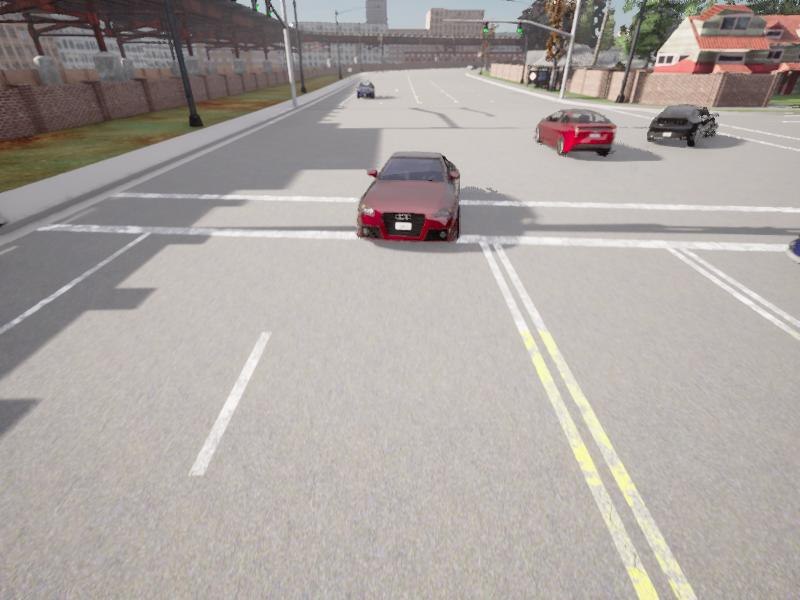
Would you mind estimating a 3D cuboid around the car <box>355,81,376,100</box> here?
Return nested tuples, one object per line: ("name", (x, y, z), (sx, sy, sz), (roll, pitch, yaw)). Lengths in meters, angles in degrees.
("car", (-3.467, -21.428, 40.815), (1.845, 1.501, 3.633), (0, 31, 0))

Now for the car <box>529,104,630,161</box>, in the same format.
("car", (7.016, -6.913, 16.268), (2.007, 1.525, 4.514), (0, 30, 0))

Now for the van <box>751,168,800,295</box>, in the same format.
("van", (7.010, -0.311, 4.553), (1.775, 1.987, 4.442), (0, 30, 0))

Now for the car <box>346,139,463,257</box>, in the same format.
("car", (0.324, -2.496, 8.891), (1.994, 1.385, 4.181), (4, 31, 6))

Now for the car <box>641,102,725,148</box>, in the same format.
("car", (13.082, -8.152, 18.403), (1.837, 1.490, 4.892), (24, 38, 39))
